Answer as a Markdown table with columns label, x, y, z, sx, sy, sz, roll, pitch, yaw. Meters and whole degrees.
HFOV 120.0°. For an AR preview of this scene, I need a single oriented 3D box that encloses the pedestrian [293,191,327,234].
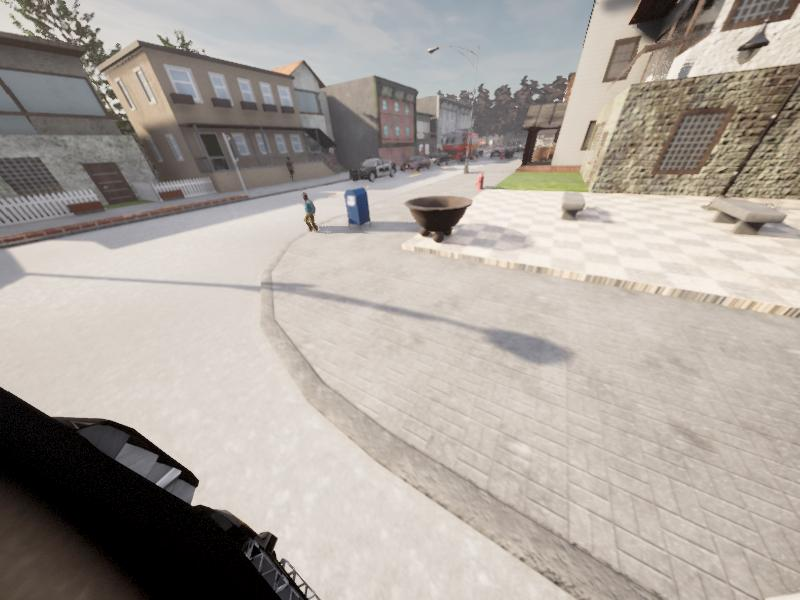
| label | x | y | z | sx | sy | sz | roll | pitch | yaw |
| --- | --- | --- | --- | --- | --- | --- | --- | --- | --- |
| pedestrian | -2.652 | -2.614 | 6.873 | 0.500 | 1.100 | 0.500 | 9 | 35 | 18 |

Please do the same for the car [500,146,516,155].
| label | x | y | z | sx | sy | sz | roll | pitch | yaw |
| --- | --- | --- | --- | --- | --- | --- | --- | --- | --- |
| car | 21.159 | -29.272 | 45.185 | 1.994 | 1.385 | 4.181 | 15 | 38 | 25 |

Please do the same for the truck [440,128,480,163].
| label | x | y | z | sx | sy | sz | roll | pitch | yaw |
| --- | --- | --- | --- | --- | --- | --- | --- | --- | --- |
| truck | 8.905 | -22.641 | 33.934 | 2.891 | 3.827 | 8.468 | 16 | 38 | 26 |

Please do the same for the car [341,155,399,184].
| label | x | y | z | sx | sy | sz | roll | pitch | yaw |
| --- | --- | --- | --- | --- | --- | --- | --- | --- | --- |
| car | -2.212 | -10.794 | 18.930 | 1.930 | 1.638 | 5.238 | 15 | 38 | 25 |

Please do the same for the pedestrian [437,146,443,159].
| label | x | y | z | sx | sy | sz | roll | pitch | yaw |
| --- | --- | --- | --- | --- | --- | --- | --- | --- | --- |
| pedestrian | 6.916 | -25.712 | 40.269 | 0.751 | 1.860 | 0.751 | 14 | 37 | 24 |

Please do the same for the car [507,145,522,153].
| label | x | y | z | sx | sy | sz | roll | pitch | yaw |
| --- | --- | --- | --- | --- | --- | --- | --- | --- | --- |
| car | 25.420 | -33.504 | 51.203 | 2.033 | 1.411 | 5.357 | 16 | 38 | 26 |

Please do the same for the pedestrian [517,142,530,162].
| label | x | y | z | sx | sy | sz | roll | pitch | yaw |
| --- | --- | --- | --- | --- | --- | --- | --- | --- | --- |
| pedestrian | 14.059 | -16.819 | 26.293 | 0.751 | 1.860 | 0.751 | 16 | 38 | 26 |

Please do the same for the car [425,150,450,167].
| label | x | y | z | sx | sy | sz | roll | pitch | yaw |
| --- | --- | --- | --- | --- | --- | --- | --- | --- | --- |
| car | 4.674 | -17.460 | 28.515 | 1.789 | 1.549 | 3.705 | 16 | 38 | 26 |

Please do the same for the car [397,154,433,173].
| label | x | y | z | sx | sy | sz | roll | pitch | yaw |
| --- | --- | --- | --- | --- | --- | --- | --- | --- | --- |
| car | 1.657 | -14.416 | 24.332 | 1.994 | 1.385 | 4.181 | 16 | 38 | 26 |

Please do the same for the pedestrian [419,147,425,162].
| label | x | y | z | sx | sy | sz | roll | pitch | yaw |
| --- | --- | --- | --- | --- | --- | --- | --- | --- | --- |
| pedestrian | 3.304 | -22.098 | 35.107 | 0.751 | 1.860 | 0.751 | 11 | 36 | 20 |

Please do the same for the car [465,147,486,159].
| label | x | y | z | sx | sy | sz | roll | pitch | yaw |
| --- | --- | --- | --- | --- | --- | --- | --- | --- | --- |
| car | 13.339 | -25.994 | 40.760 | 2.163 | 1.488 | 4.792 | 16 | 38 | 26 |

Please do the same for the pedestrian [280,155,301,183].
| label | x | y | z | sx | sy | sz | roll | pitch | yaw |
| --- | --- | --- | --- | --- | --- | --- | --- | --- | --- |
| pedestrian | -8.735 | -10.407 | 18.435 | 0.751 | 1.860 | 0.751 | 5 | 34 | 12 |

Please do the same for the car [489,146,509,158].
| label | x | y | z | sx | sy | sz | roll | pitch | yaw |
| --- | --- | --- | --- | --- | --- | --- | --- | --- | --- |
| car | 16.743 | -24.978 | 38.915 | 2.038 | 1.542 | 4.974 | 16 | 38 | 26 |
